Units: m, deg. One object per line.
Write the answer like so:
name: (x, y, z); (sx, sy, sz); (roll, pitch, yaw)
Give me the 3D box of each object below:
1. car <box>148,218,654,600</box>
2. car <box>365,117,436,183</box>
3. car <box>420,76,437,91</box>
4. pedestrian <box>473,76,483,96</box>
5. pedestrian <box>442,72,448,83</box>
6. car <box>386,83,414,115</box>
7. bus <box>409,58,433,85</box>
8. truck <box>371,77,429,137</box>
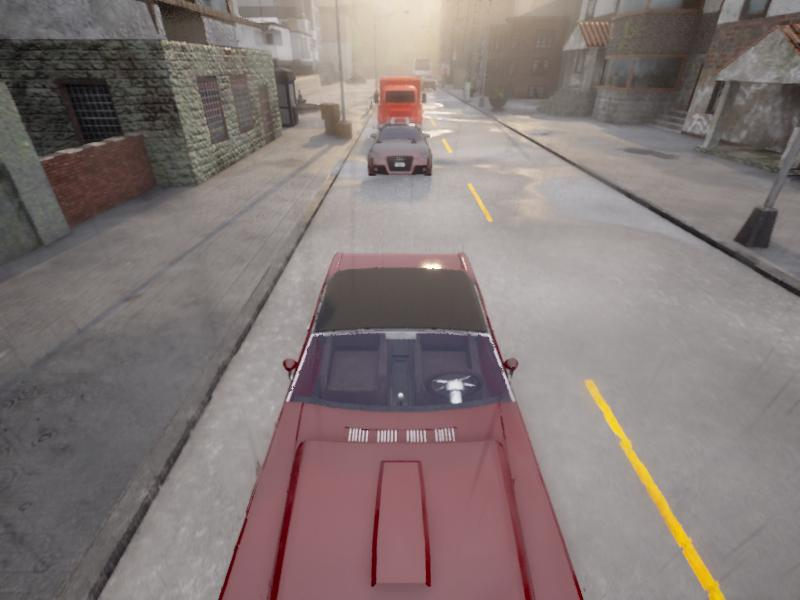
car: (0.006, 0.688, 3.528); (1.895, 1.301, 4.718); (0, 30, 0)
car: (0.004, -5.155, 13.422); (1.994, 1.385, 4.181); (0, 31, 0)
car: (4.001, -30.795, 56.904); (1.930, 1.638, 5.238); (0, 30, 0)
pedestrian: (8.661, -23.727, 44.374); (0.751, 1.860, 0.751); (0, 30, -1)
pedestrian: (8.572, -42.461, 76.338); (0.751, 1.860, 0.751); (-5, 31, -8)
car: (0.000, -14.902, 29.540); (1.905, 1.878, 3.866); (0, 30, 0)
bus: (3.880, -43.671, 76.290); (3.944, 4.253, 10.273); (0, 30, 0)
truck: (0.002, -10.379, 21.244); (2.627, 2.467, 5.204); (0, 31, 0)
